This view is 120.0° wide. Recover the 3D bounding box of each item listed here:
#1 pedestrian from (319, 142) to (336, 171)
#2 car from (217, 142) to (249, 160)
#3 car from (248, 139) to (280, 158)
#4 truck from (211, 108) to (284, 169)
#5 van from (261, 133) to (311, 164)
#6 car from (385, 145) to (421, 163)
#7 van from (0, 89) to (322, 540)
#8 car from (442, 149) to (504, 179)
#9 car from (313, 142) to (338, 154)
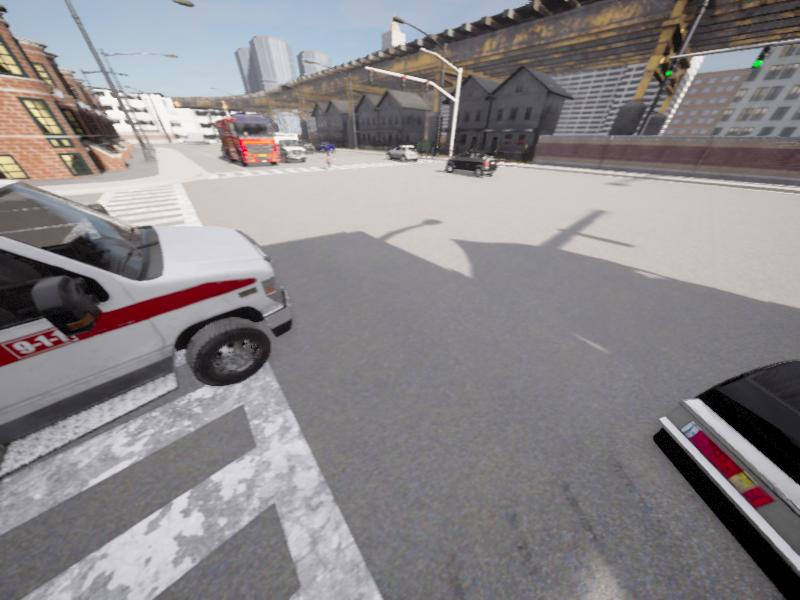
[{"bbox_3d":[-5.556,-11.123,17.912,0.751,1.860,0.751,5,35,5],"label":"pedestrian"},{"bbox_3d":[-19.492,-17.425,26.929,1.837,1.490,4.892,-26,43,-33],"label":"car"},{"bbox_3d":[-17.049,-19.022,28.895,1.932,1.855,4.605,-26,43,-33],"label":"car"},{"bbox_3d":[-14.213,-14.807,21.307,2.891,3.827,8.468,-26,43,-33],"label":"truck"},{"bbox_3d":[-11.888,-15.802,23.962,2.351,2.431,6.366,-26,43,-32],"label":"van"},{"bbox_3d":[0.256,-16.420,25.871,1.970,1.475,3.806,-26,43,-33],"label":"car"},{"bbox_3d":[-4.107,0.451,1.137,6.366,2.431,2.351,-28,44,-34],"label":"van"},{"bbox_3d":[5.196,-10.018,16.846,1.789,1.549,3.705,-26,43,-33],"label":"car"},{"bbox_3d":[-12.238,-24.866,37.611,1.812,1.442,4.674,-26,43,-33],"label":"car"}]
